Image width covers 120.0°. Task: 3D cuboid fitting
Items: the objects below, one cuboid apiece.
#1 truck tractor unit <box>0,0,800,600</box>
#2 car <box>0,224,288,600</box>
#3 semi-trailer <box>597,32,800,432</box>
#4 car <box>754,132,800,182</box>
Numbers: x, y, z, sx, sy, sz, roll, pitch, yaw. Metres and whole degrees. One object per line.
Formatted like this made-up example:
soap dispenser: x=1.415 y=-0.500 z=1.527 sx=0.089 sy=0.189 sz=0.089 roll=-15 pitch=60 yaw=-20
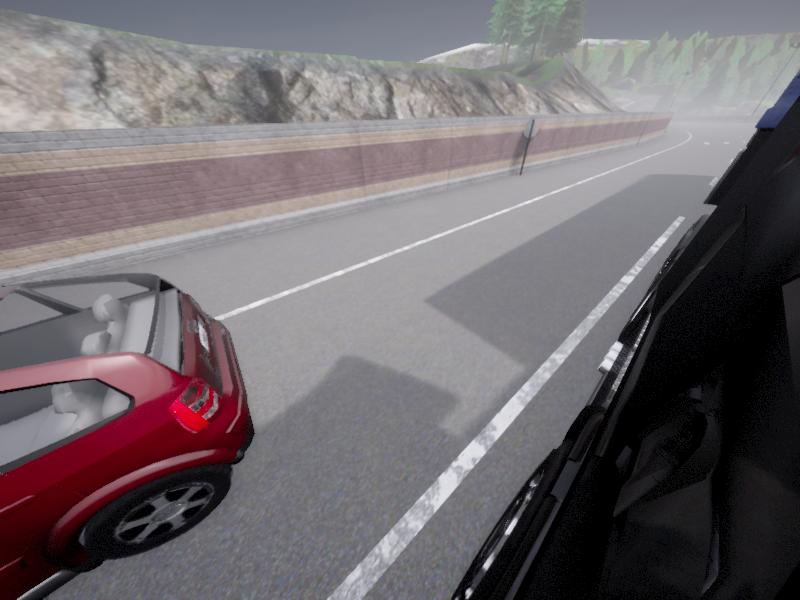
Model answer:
truck tractor unit: x=2.645 y=-0.295 z=0.352 sx=6.516 sy=4.208 sz=3.053 roll=-28 pitch=44 yaw=-30
car: x=-2.945 y=1.092 z=1.086 sx=3.705 sy=1.549 sz=1.789 roll=-27 pitch=43 yaw=-28
semi-trailer: x=8.763 y=-3.567 z=4.153 sx=14.254 sy=4.402 sz=2.717 roll=-27 pitch=43 yaw=-29
car: x=16.427 y=-5.856 z=9.309 sx=4.718 sy=1.301 sz=1.895 roll=-29 pitch=44 yaw=-31
